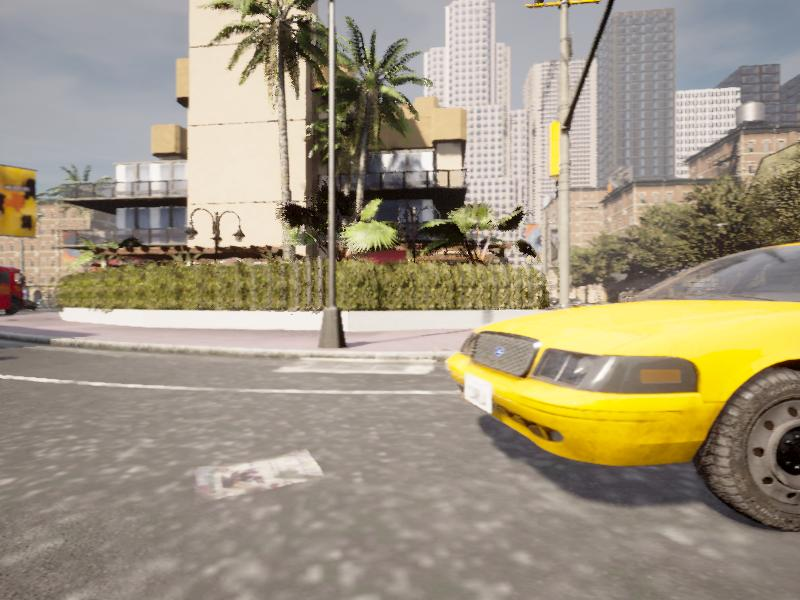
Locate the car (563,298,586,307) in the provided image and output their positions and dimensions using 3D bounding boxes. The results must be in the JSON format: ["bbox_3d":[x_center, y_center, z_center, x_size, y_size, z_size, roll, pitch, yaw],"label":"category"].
[{"bbox_3d":[31.411,0.439,72.300,2.033,1.411,5.357,0,0,3],"label":"car"}]

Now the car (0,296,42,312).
[{"bbox_3d":[-35.042,0.367,36.351,1.994,1.385,4.181,0,0,-14],"label":"car"}]

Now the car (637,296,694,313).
[{"bbox_3d":[23.634,0.374,35.943,2.033,1.411,5.357,0,0,7],"label":"car"}]

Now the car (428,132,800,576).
[{"bbox_3d":[3.045,0.214,2.935,5.366,1.575,1.801,0,0,-14],"label":"car"}]

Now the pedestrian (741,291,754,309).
[{"bbox_3d":[36.263,-0.020,41.790,0.751,1.860,0.751,0,0,6],"label":"pedestrian"}]

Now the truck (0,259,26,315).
[{"bbox_3d":[-28.241,-0.879,26.237,2.891,3.827,8.468,0,0,-24],"label":"truck"}]

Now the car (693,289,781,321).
[{"bbox_3d":[18.553,0.240,22.299,1.851,1.617,3.988,0,0,7],"label":"car"}]
